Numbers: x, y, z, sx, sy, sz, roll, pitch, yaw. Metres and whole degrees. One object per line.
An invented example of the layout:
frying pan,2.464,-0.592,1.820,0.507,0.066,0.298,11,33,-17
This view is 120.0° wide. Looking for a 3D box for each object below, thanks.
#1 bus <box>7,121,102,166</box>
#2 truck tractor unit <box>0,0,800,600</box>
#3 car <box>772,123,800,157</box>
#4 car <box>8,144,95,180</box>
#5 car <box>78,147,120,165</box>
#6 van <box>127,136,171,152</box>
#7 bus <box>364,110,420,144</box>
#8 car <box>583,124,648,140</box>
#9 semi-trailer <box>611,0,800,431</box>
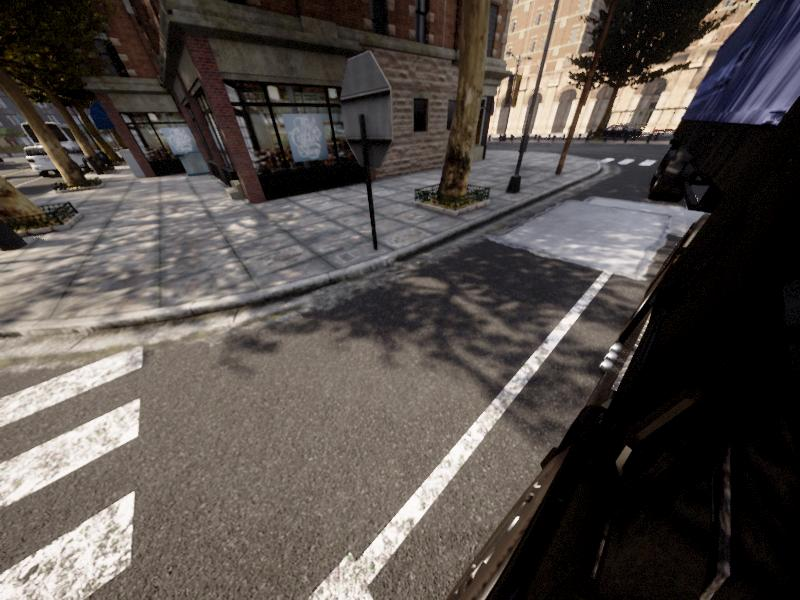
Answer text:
bus,-45.831,-21.317,31.383,3.944,4.253,10.273,-28,44,-30
truck tractor unit,2.645,-0.295,0.351,6.516,4.208,3.053,-28,44,-30
car,24.092,-8.300,11.989,1.837,1.490,4.892,-28,44,-30
car,-28.321,-11.575,19.140,2.435,2.045,5.566,-28,44,-30
car,-37.097,-17.906,28.618,2.231,1.521,4.892,-28,44,-30
van,-53.944,-33.691,49.836,5.915,2.561,1.988,-29,44,-30
bus,-1.538,-30.057,40.321,3.944,4.253,10.273,-28,44,-30
car,26.308,-20.656,28.436,2.033,1.411,5.357,-28,44,-30
semi-trailer,8.070,-3.973,4.758,2.717,4.402,14.254,27,46,33
